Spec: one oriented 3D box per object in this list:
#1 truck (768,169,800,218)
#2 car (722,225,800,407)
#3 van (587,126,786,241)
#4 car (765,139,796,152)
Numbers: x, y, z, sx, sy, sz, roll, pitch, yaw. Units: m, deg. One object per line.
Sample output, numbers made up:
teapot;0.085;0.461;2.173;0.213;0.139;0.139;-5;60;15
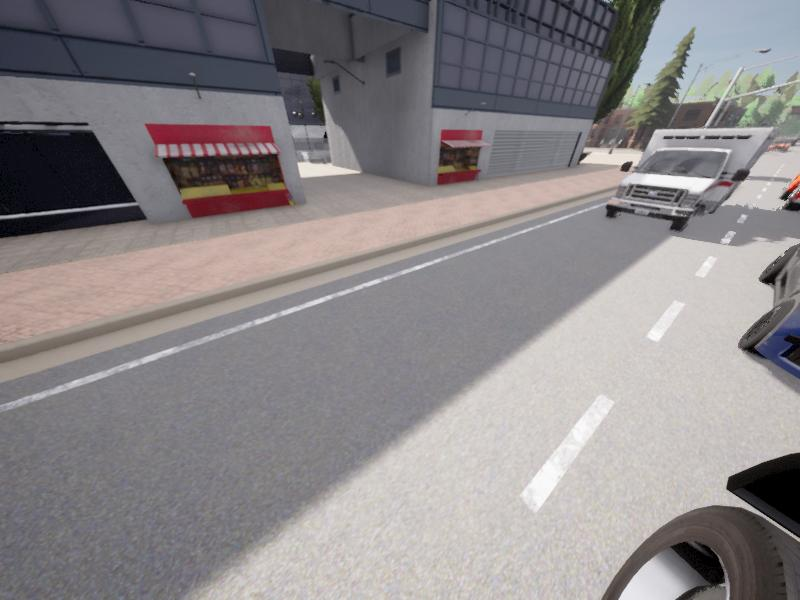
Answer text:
truck;15.941;-4.321;7.819;5.204;2.467;2.627;-22;41;-28
car;6.281;-0.072;2.547;4.611;1.667;2.242;-22;41;-28
van;9.483;-4.146;7.647;6.366;2.431;2.351;-22;41;-28
car;66.208;-26.878;40.161;4.553;1.767;2.097;-22;41;-28
